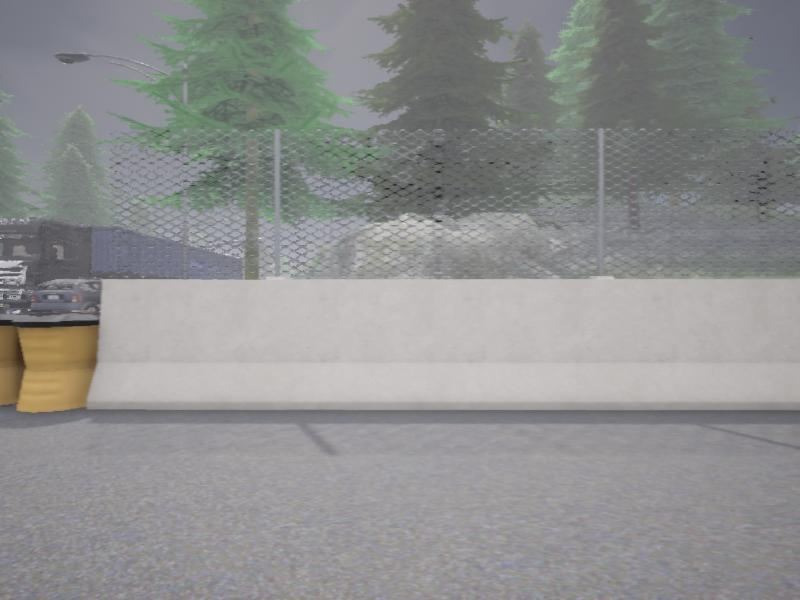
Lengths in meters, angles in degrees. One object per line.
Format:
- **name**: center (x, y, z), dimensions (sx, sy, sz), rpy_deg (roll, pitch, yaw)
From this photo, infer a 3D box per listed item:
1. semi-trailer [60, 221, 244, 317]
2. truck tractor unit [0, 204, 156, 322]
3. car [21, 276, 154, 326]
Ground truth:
- **semi-trailer**: center (-14.147, -1.409, 25.444), dimensions (2.717, 4.402, 14.254), rpy_deg (0, 0, 1)
- **truck tractor unit**: center (-14.243, -1.315, 17.528), dimensions (3.053, 4.208, 6.516), rpy_deg (0, 0, 1)
- **car**: center (-10.717, 0.024, 14.120), dimensions (1.789, 1.549, 3.705), rpy_deg (0, 0, 0)
